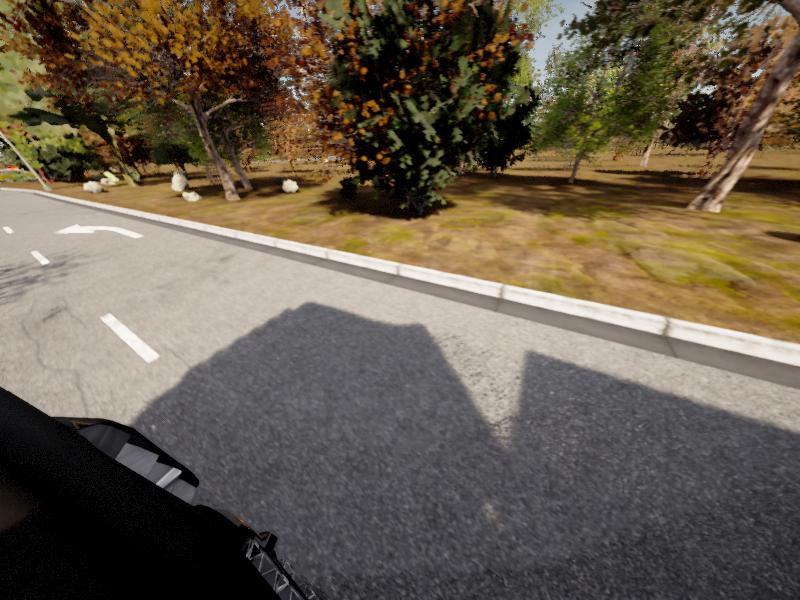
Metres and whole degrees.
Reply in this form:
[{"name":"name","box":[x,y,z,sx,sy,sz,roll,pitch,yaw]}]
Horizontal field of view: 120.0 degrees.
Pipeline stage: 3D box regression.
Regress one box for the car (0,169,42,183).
[{"name":"car","box":[-71.565,-23.111,43.051,2.185,1.767,4.553,7,34,15]}]

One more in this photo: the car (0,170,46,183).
[{"name":"car","box":[-73.881,-23.999,44.814,1.946,1.575,5.366,7,34,15]}]

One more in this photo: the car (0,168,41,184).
[{"name":"car","box":[-69.192,-22.286,41.419,1.878,1.987,4.442,7,34,15]}]

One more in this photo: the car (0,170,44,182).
[{"name":"car","box":[-76.357,-24.682,46.052,1.946,1.575,5.366,8,35,15]}]
